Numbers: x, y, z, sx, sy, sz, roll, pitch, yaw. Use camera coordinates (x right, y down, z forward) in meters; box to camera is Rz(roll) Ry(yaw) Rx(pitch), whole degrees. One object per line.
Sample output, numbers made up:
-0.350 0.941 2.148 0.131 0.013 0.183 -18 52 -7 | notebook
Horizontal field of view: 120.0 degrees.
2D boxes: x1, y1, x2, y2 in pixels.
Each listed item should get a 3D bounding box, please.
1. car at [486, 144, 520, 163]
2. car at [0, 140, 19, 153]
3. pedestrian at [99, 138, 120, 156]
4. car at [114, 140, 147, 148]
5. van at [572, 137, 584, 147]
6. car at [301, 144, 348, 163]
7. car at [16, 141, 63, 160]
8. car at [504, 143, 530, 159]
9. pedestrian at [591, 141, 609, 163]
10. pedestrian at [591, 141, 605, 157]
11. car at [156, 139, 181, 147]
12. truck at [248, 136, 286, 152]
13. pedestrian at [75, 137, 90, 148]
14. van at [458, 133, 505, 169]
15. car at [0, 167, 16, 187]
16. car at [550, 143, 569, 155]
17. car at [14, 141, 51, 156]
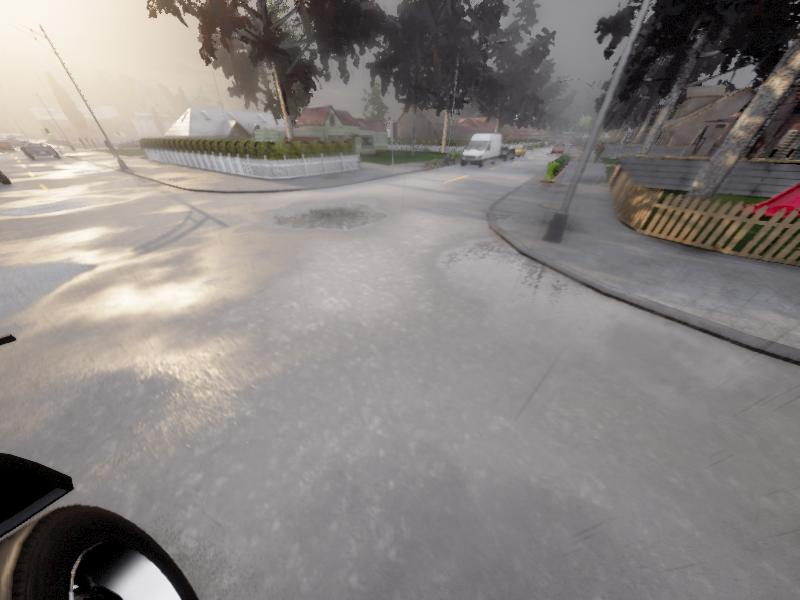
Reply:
12.247 -17.484 27.395 2.152 1.651 5.027 22 41 28 | car
-62.597 -23.674 35.605 2.007 1.525 4.514 -18 39 -23 | car
-36.278 -19.119 28.863 0.751 1.860 0.751 22 41 28 | pedestrian
-58.435 -33.916 50.209 1.816 1.474 4.193 22 41 28 | car
55.548 -49.390 72.172 1.988 2.561 5.915 22 41 28 | van
-7.462 -14.592 22.886 4.181 1.381 1.994 22 41 28 | car
-41.498 -17.242 26.587 5.027 1.651 2.152 22 41 28 | car
16.356 -20.844 32.230 1.801 1.575 5.366 22 41 28 | car
20.614 -15.222 23.830 0.751 1.860 0.751 22 41 28 | pedestrian
27.218 -20.770 31.753 0.751 1.860 0.751 17 39 23 | pedestrian
-54.648 -37.045 54.630 1.845 1.501 3.633 22 41 28 | car
-21.797 -25.711 38.068 2.069 2.038 4.478 22 41 28 | truck
-64.180 -31.849 46.641 0.751 1.860 0.751 2 35 2 | pedestrian
7.855 -14.256 21.993 1.988 2.561 5.915 22 41 28 | van
-23.394 -7.060 12.264 4.611 1.667 2.242 20 40 25 | car
26.599 -25.205 38.544 1.845 1.501 3.633 22 40 28 | car
-50.281 -20.782 31.612 4.974 1.542 2.038 22 41 28 | car
